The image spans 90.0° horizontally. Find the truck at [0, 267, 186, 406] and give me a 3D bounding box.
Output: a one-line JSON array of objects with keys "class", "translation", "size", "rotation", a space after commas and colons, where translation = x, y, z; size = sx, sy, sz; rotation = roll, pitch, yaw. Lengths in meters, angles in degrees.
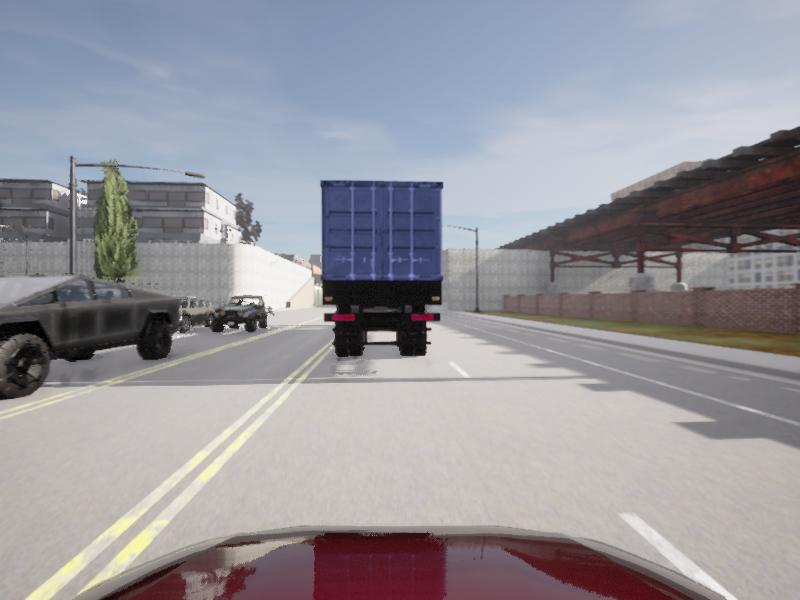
[{"class": "truck", "translation": [-7.366, 0.553, 8.641], "size": [2.390, 2.098, 6.274], "rotation": [0, 0, -3]}]

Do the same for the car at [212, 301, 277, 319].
[{"class": "car", "translation": [-13.518, 0.865, 34.990], "size": [4.902, 1.511, 2.128], "rotation": [0, 0, 8]}]

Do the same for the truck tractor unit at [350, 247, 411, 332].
[{"class": "truck tractor unit", "translation": [-1.130, -0.511, 23.254], "size": [3.053, 4.208, 6.516], "rotation": [0, 0, -3]}]

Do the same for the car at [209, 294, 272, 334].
[{"class": "car", "translation": [-8.067, 0.662, 20.570], "size": [1.905, 1.878, 3.866], "rotation": [0, 0, -4]}]

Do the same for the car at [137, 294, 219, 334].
[{"class": "car", "translation": [-11.442, 0.673, 21.063], "size": [1.932, 1.855, 4.605], "rotation": [0, -1, -2]}]

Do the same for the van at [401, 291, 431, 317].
[{"class": "van", "translation": [1.488, 0.395, 40.139], "size": [2.351, 2.431, 6.366], "rotation": [0, 0, -3]}]

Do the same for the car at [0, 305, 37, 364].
[{"class": "car", "translation": [-10.929, 0.867, 9.109], "size": [1.970, 1.475, 3.806], "rotation": [0, 0, -3]}]

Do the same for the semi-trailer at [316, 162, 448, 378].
[{"class": "semi-trailer", "translation": [-0.726, -0.612, 15.346], "size": [2.717, 4.402, 14.254], "rotation": [0, 0, -3]}]
